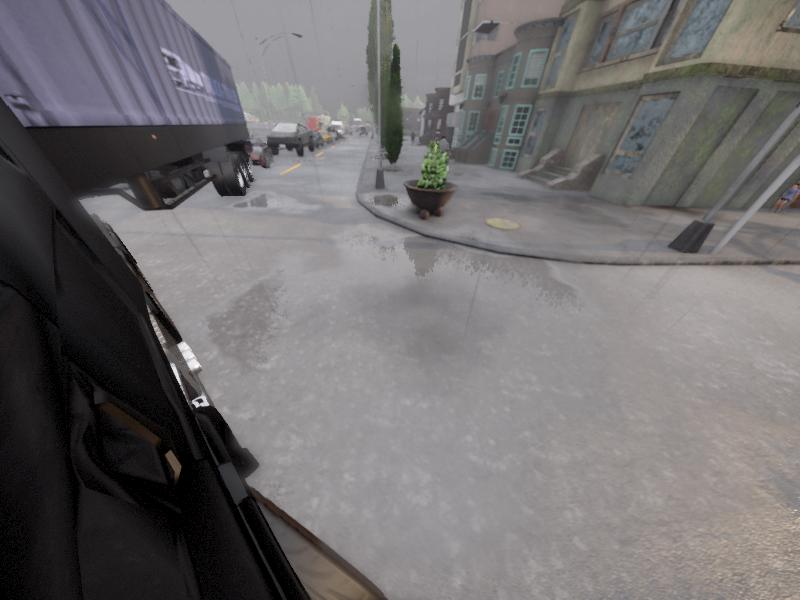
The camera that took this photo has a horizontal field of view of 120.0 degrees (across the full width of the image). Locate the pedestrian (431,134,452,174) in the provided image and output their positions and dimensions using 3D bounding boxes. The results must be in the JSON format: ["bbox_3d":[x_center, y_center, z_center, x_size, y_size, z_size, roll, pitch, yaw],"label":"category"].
[{"bbox_3d":[2.325,-8.212,13.047,0.751,1.860,0.751,-2,37,-6],"label":"pedestrian"}]

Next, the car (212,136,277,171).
[{"bbox_3d":[-8.789,-8.677,13.524,1.994,1.385,4.181,-8,38,-14],"label":"car"}]

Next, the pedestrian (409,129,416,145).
[{"bbox_3d":[1.898,-23.984,34.060,0.751,1.860,0.751,-3,37,-8],"label":"pedestrian"}]

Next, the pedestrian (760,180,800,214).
[{"bbox_3d":[14.705,-3.884,8.736,0.500,1.100,0.500,-1,37,-5],"label":"pedestrian"}]

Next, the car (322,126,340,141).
[{"bbox_3d":[-10.971,-26.825,37.141,1.932,1.855,4.605,-1,37,-5],"label":"car"}]

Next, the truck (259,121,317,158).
[{"bbox_3d":[-9.017,-13.616,19.468,2.390,2.098,6.274,-1,37,-5],"label":"truck"}]

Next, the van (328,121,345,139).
[{"bbox_3d":[-11.626,-31.613,42.932,1.988,2.561,5.915,-1,37,-5],"label":"van"}]

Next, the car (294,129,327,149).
[{"bbox_3d":[-9.669,-17.746,25.424,2.128,1.511,4.902,-1,37,-5],"label":"car"}]

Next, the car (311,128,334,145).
[{"bbox_3d":[-10.282,-21.972,30.962,1.801,1.575,5.366,-1,37,-5],"label":"car"}]

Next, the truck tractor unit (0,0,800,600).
[{"bbox_3d":[-2.645,-0.295,0.351,6.516,4.208,3.053,28,44,30],"label":"truck tractor unit"}]

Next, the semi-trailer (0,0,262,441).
[{"bbox_3d":[-6.230,-4.588,5.678,2.717,4.402,14.254,-11,39,-18],"label":"semi-trailer"}]
